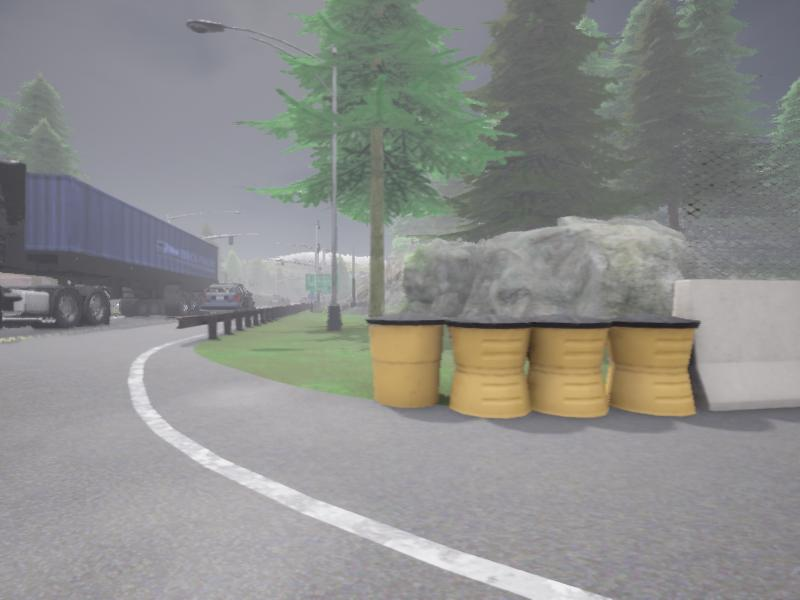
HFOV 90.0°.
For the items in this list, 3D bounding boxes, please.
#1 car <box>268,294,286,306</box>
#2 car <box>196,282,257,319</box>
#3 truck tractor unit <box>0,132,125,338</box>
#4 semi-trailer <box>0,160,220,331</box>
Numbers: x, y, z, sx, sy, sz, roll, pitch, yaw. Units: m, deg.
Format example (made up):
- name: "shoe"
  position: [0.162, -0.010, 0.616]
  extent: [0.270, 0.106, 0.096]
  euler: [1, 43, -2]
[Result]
- name: "car"
  position: [-18.511, 0.024, 60.395]
  extent: [2.033, 1.649, 4.856]
  euler: [0, 0, -10]
- name: "car"
  position: [-7.885, 0.028, 18.545]
  extent: [1.789, 1.549, 3.705]
  euler: [0, 0, -10]
- name: "truck tractor unit"
  position: [-9.955, -1.316, 9.612]
  extent: [3.053, 4.208, 6.516]
  euler: [0, 0, -9]
- name: "semi-trailer"
  position: [-11.257, -1.404, 17.421]
  extent: [2.717, 4.402, 14.254]
  euler: [0, 0, -9]
